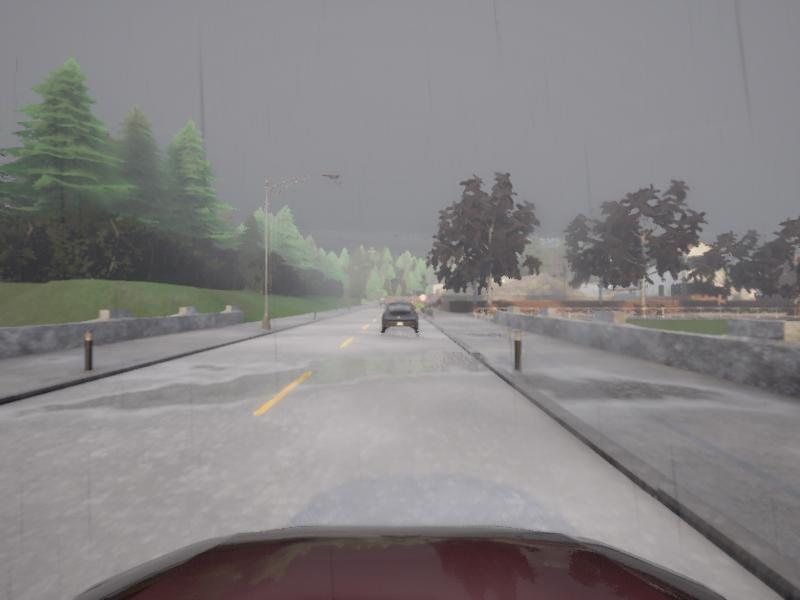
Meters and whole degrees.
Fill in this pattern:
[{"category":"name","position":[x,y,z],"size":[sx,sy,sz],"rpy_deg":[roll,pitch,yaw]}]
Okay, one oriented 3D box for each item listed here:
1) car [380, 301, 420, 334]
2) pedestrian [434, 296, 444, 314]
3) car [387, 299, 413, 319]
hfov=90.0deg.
[{"category":"car","position":[0.001,0.845,21.193],"size":[1.837,1.490,4.892],"rpy_deg":[0,0,0]},{"category":"pedestrian","position":[3.952,0.509,40.550],"size":[0.751,1.860,0.751],"rpy_deg":[0,0,-33]},{"category":"car","position":[-0.003,0.778,35.971],"size":[2.152,1.651,5.027],"rpy_deg":[0,0,0]}]
